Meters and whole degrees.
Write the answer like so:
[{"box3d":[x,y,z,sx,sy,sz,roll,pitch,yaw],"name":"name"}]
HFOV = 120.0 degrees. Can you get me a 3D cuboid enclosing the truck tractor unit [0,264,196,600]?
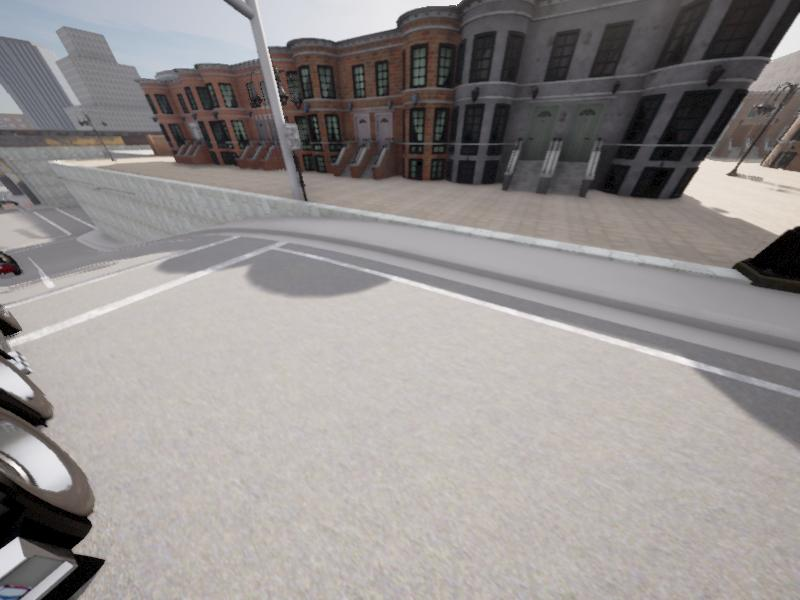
[{"box3d":[-5.147,-0.245,0.843,6.516,4.208,3.053,16,38,26],"name":"truck tractor unit"}]
